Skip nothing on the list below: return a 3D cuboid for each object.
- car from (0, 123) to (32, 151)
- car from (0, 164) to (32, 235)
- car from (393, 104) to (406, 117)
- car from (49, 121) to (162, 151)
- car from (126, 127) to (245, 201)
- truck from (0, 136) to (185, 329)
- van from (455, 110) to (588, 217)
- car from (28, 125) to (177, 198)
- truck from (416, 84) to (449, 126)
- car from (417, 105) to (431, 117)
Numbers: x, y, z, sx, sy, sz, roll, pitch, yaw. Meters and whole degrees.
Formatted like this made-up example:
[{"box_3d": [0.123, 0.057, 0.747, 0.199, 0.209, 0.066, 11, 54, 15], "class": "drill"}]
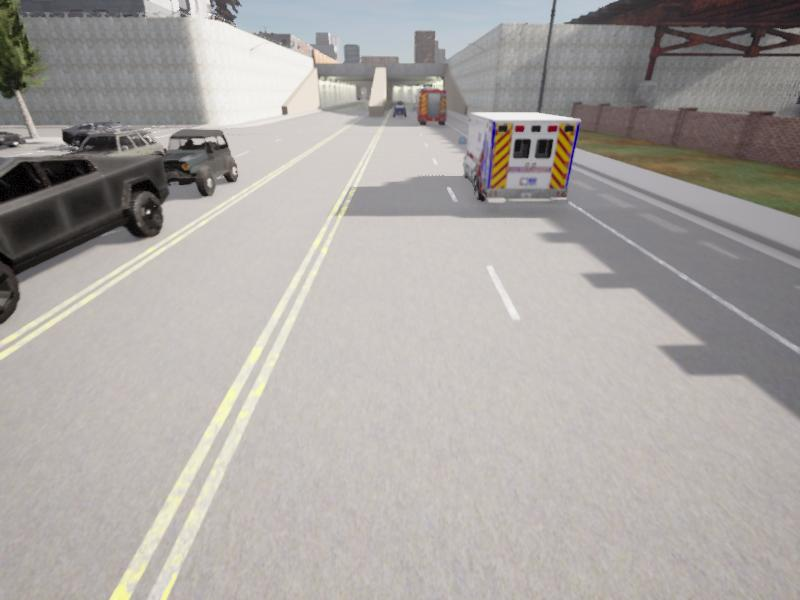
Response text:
[{"box_3d": [-25.932, -9.827, 24.052, 5.357, 1.411, 2.033, 0, 27, 0], "class": "car"}, {"box_3d": [-10.555, -1.772, 8.392, 1.970, 1.475, 3.806, 0, 27, -1], "class": "car"}, {"box_3d": [-0.045, -27.480, 58.034, 1.882, 1.535, 5.008, 0, 27, 0], "class": "car"}, {"box_3d": [-17.543, -9.906, 24.080, 4.902, 1.511, 2.128, 0, 27, 0], "class": "car"}, {"box_3d": [-7.122, -4.851, 13.894, 1.905, 1.878, 3.866, -1, 27, -1], "class": "car"}, {"box_3d": [-6.915, -1.564, 7.312, 2.390, 2.098, 6.274, 0, 27, 1], "class": "truck"}, {"box_3d": [3.489, -4.841, 13.293, 2.351, 2.431, 6.366, 0, 27, 0], "class": "van"}, {"box_3d": [-10.393, -5.208, 14.598, 1.932, 1.855, 4.605, -1, 27, -3], "class": "car"}, {"box_3d": [3.469, -21.805, 44.577, 2.891, 3.827, 8.468, 0, 27, 0], "class": "truck"}, {"box_3d": [3.456, -27.494, 58.164, 1.812, 1.442, 4.674, 0, 27, 0], "class": "car"}]
